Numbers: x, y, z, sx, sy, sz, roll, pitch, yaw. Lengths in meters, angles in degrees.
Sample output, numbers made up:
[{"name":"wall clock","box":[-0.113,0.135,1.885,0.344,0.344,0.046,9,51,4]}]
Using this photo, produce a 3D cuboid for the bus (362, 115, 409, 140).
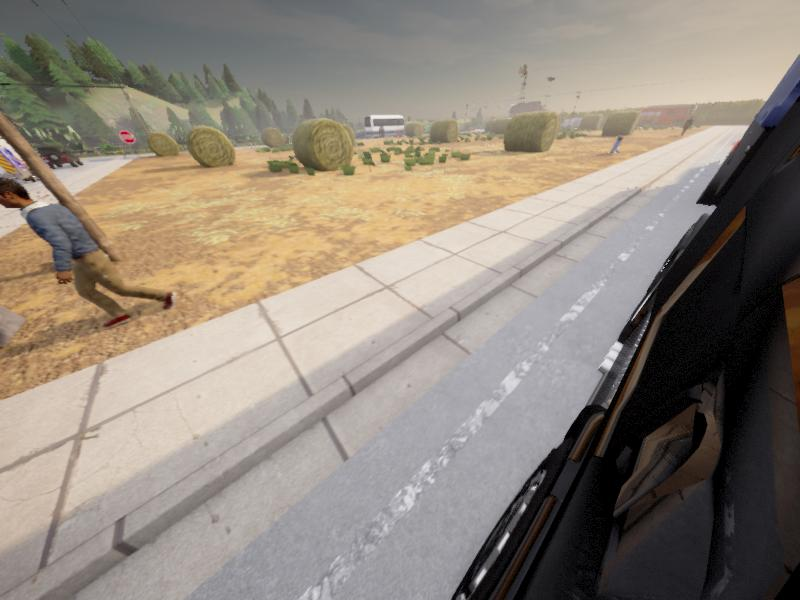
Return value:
[{"name":"bus","box":[-3.195,-40.325,53.871,10.273,4.253,3.944,-25,42,-27]}]

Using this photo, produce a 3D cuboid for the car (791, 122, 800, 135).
[{"name":"car","box":[43.967,-18.424,24.320,4.792,1.488,2.163,-28,44,-30]}]

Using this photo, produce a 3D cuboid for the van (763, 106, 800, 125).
[{"name":"van","box":[70.375,-32.729,40.949,1.988,2.561,5.915,-27,44,-29]}]

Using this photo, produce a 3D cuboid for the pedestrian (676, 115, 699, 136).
[{"name":"pedestrian","box":[31.916,-19.343,25.638,0.751,1.860,0.751,-28,44,-30]}]

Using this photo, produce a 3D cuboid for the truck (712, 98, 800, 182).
[{"name":"truck","box":[16.236,-6.800,9.679,5.204,2.467,2.627,-28,44,-30]}]

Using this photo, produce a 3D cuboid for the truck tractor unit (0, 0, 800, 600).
[{"name":"truck tractor unit","box":[2.645,-0.295,0.351,6.516,4.208,3.053,-28,44,-30]}]

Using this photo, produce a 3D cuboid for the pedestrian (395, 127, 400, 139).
[{"name":"pedestrian","box":[-0.467,-33.356,46.148,0.751,1.860,0.751,6,38,11]}]

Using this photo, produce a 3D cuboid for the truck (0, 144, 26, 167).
[{"name":"truck","box":[-50.520,-16.799,27.170,6.274,2.098,2.390,-20,40,-22]}]

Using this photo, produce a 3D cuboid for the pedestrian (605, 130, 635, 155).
[{"name":"pedestrian","box":[14.349,-10.323,15.143,0.751,1.300,0.751,5,38,10]}]

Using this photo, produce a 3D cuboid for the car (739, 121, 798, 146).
[{"name":"car","box":[29.544,-13.451,18.636,4.181,1.385,1.994,-28,43,-30]}]

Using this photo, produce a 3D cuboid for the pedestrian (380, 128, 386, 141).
[{"name":"pedestrian","box":[-3.061,-29.678,41.411,0.751,1.860,0.751,1,37,5]}]

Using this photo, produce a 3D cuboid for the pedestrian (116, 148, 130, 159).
[{"name":"pedestrian","box":[-34.553,-18.294,28.813,0.500,1.100,0.500,6,38,11]}]

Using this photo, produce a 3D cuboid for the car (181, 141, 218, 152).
[{"name":"car","box":[-34.850,-26.846,40.271,4.718,1.301,1.895,-25,42,-27]}]

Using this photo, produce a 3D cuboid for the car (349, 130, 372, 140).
[{"name":"car","box":[-9.281,-38.928,54.555,4.856,1.649,2.033,-25,42,-27]}]

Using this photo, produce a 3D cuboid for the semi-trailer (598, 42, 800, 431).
[{"name":"semi-trailer","box":[8.705,-3.595,4.230,14.254,4.402,2.717,-28,44,-30]}]

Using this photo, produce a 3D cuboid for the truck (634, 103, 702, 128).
[{"name":"truck","box":[57.009,-39.389,49.514,2.891,3.827,8.468,-27,44,-29]}]

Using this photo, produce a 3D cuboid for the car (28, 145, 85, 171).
[{"name":"car","box":[-34.335,-14.407,23.269,1.905,1.878,3.866,-27,43,-29]}]

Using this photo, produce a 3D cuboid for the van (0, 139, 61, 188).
[{"name":"van","box":[-27.249,-9.541,15.941,2.351,2.431,6.366,-27,43,-29]}]

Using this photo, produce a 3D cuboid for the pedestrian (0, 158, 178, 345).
[{"name":"pedestrian","box":[-3.674,-0.510,2.696,0.751,1.860,0.751,-32,46,-33]}]
